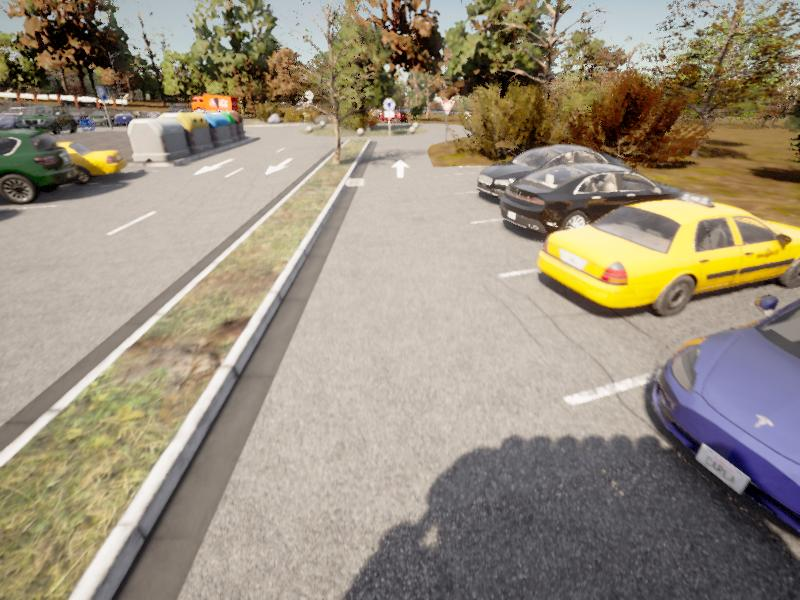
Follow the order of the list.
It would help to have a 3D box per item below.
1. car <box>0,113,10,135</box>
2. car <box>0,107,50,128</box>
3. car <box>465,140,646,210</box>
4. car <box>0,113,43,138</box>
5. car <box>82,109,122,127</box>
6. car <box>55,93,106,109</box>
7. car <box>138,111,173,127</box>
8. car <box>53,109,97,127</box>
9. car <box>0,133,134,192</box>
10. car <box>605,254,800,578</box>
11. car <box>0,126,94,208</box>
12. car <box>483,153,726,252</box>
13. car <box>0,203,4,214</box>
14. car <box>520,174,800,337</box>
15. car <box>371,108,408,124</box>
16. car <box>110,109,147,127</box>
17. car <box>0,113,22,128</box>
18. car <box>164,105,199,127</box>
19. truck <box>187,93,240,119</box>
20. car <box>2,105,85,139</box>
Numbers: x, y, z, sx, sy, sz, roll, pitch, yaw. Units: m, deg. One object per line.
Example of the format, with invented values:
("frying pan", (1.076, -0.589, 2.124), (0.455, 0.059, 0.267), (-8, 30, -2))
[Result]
("car", (-31.943, -13.023, 29.747), (2.231, 1.521, 4.892), (-9, 28, -17))
("car", (-42.484, -20.581, 45.053), (2.435, 2.045, 5.566), (-8, 26, -17))
("car", (4.832, -4.104, 12.759), (4.892, 1.521, 2.231), (-9, 29, -18))
("car", (-28.985, -12.991, 29.726), (2.002, 1.452, 4.674), (-9, 28, -17))
("car", (-33.437, -20.494, 45.025), (2.185, 1.767, 4.553), (-8, 26, -17))
("car", (-40.248, -25.092, 50.433), (4.514, 1.525, 2.007), (4, 26, -1))
("car", (-27.385, -20.370, 44.968), (2.231, 1.521, 4.892), (-8, 26, -17))
("car", (-36.464, -20.490, 45.064), (2.185, 1.767, 4.553), (-8, 26, -17))
("car", (-13.476, -5.171, 14.992), (5.366, 1.575, 1.946), (-11, 29, -17))
("car", (4.801, 0.613, 3.723), (4.792, 1.488, 2.163), (-9, 29, -18))
("car", (-13.339, -4.012, 12.242), (5.566, 2.045, 2.435), (-10, 29, -17))
("car", (4.820, -2.541, 9.747), (4.892, 1.521, 2.231), (-9, 29, -18))
("car", (-13.320, -2.366, 9.715), (4.674, 1.452, 2.002), (-10, 28, -17))
("car", (4.998, -1.014, 6.794), (5.366, 1.575, 1.946), (-9, 29, -18))
("car", (-1.248, -21.869, 47.525), (3.988, 1.617, 1.851), (14, 29, 27))
("car", (-30.400, -20.469, 44.926), (2.185, 1.767, 4.553), (-9, 26, -17))
("car", (-45.506, -20.324, 45.212), (2.163, 1.488, 4.792), (-8, 26, -17))
("car", (-24.383, -20.606, 44.832), (2.435, 2.045, 5.566), (-9, 26, -17))
("truck", (-23.392, -24.448, 50.425), (5.204, 2.467, 2.627), (5, 26, -1))
("car", (-26.011, -13.243, 29.532), (2.435, 2.045, 5.566), (-9, 28, -17))
